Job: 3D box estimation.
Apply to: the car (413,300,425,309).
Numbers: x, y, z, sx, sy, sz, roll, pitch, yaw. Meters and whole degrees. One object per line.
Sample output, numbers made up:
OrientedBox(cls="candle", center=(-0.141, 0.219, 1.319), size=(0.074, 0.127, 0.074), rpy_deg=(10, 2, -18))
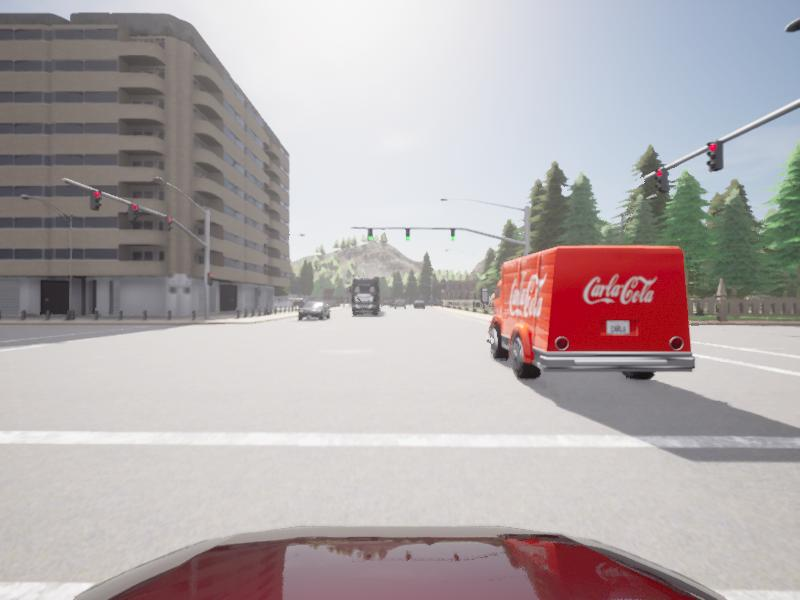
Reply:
OrientedBox(cls="car", center=(3.533, 0.799, 74.191), size=(1.930, 1.638, 5.238), rpy_deg=(0, 0, 0))

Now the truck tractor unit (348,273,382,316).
OrientedBox(cls="truck tractor unit", center=(-3.549, -0.505, 42.132), size=(3.053, 4.208, 6.516), rpy_deg=(0, 0, -1))

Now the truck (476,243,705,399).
OrientedBox(cls="truck", center=(3.498, 0.322, 8.910), size=(2.627, 2.467, 5.204), rpy_deg=(0, 0, 0))

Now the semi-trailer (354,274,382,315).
OrientedBox(cls="semi-trailer", center=(-3.763, -0.598, 50.042), size=(2.717, 4.402, 14.254), rpy_deg=(0, 0, -2))

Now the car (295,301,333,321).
OrientedBox(cls="car", center=(-6.989, 0.864, 33.064), size=(2.163, 1.488, 4.792), rpy_deg=(0, 0, 0))
